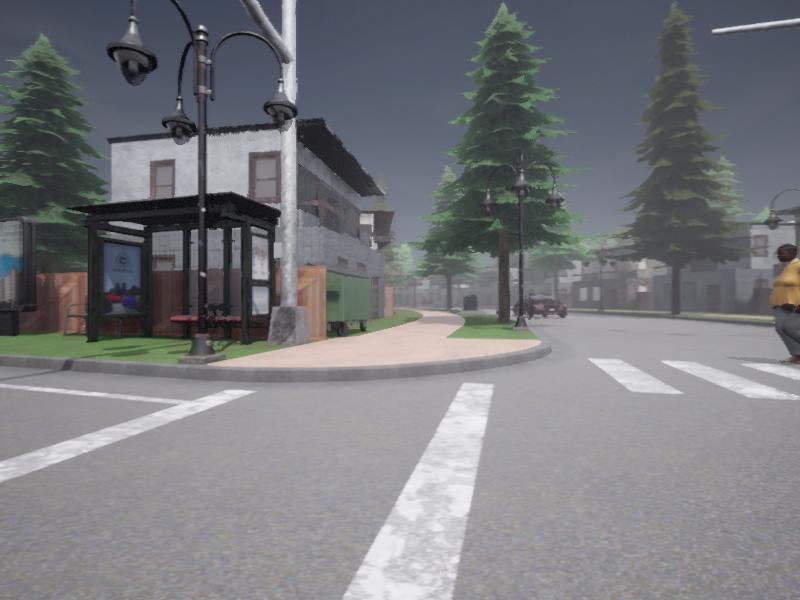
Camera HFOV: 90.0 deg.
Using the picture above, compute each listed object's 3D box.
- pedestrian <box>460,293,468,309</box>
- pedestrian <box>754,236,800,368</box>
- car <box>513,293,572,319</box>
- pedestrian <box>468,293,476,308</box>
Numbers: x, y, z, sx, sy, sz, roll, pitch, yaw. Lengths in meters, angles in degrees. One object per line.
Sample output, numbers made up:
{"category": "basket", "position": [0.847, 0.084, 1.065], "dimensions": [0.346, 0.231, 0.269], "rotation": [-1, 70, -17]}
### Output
{"category": "pedestrian", "position": [7.797, 0.106, 48.736], "dimensions": [0.751, 1.860, 0.751], "rotation": [0, 0, -28]}
{"category": "pedestrian", "position": [5.911, 0.027, 5.920], "dimensions": [0.751, 1.860, 0.751], "rotation": [0, 0, 16]}
{"category": "car", "position": [8.025, 0.327, 23.038], "dimensions": [1.994, 1.385, 4.181], "rotation": [0, 0, 1]}
{"category": "pedestrian", "position": [9.156, 0.108, 50.796], "dimensions": [0.751, 1.860, 0.751], "rotation": [0, 0, -27]}
